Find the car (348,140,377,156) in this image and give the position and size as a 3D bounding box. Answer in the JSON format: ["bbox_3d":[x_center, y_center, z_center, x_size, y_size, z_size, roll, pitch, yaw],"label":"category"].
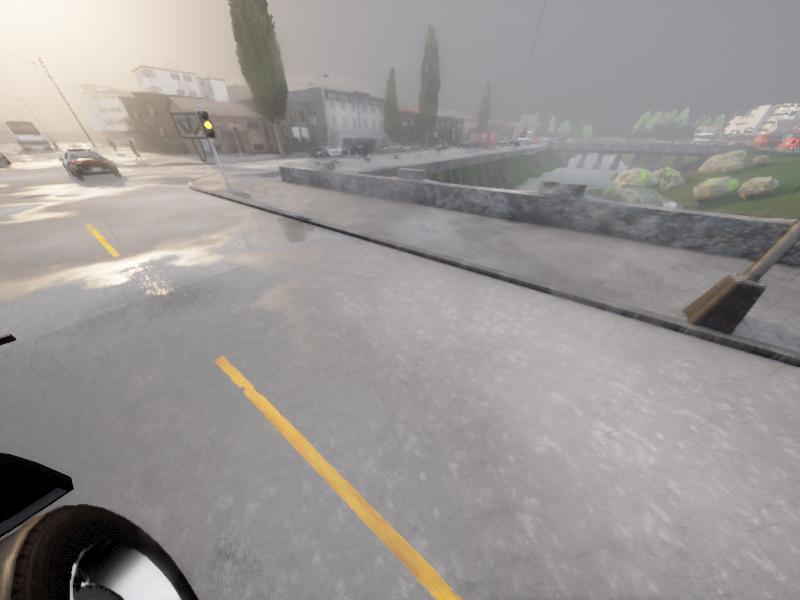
[{"bbox_3d":[-5.346,-22.198,33.695,1.905,1.878,3.866,23,41,28],"label":"car"}]

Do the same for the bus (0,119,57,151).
[{"bbox_3d":[-66.774,-29.352,41.306,10.273,4.253,3.944,23,41,28],"label":"bus"}]

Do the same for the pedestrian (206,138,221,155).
[{"bbox_3d":[-25.580,-21.003,31.655,0.751,1.860,0.751,-7,36,-11],"label":"pedestrian"}]

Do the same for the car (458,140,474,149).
[{"bbox_3d":[17.052,-40.001,59.326,1.930,1.638,5.238,23,41,28],"label":"car"}]

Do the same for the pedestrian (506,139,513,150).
[{"bbox_3d":[22.822,-32.271,48.000,0.751,1.860,0.751,24,42,30],"label":"pedestrian"}]

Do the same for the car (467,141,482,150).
[{"bbox_3d":[17.573,-36.402,54.366,1.816,1.474,4.193,23,41,28],"label":"car"}]

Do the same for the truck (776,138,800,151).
[{"bbox_3d":[94.148,-37.033,54.992,2.627,2.467,5.204,23,41,28],"label":"truck"}]

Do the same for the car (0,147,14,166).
[{"bbox_3d":[-37.736,-13.334,21.124,3.988,1.617,1.851,22,41,28],"label":"car"}]

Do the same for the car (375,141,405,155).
[{"bbox_3d":[-1.564,-25.116,38.094,2.152,1.651,5.027,23,41,28],"label":"car"}]

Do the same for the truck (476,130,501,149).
[{"bbox_3d":[23.130,-41.790,60.008,2.891,3.827,8.468,23,41,28],"label":"truck"}]

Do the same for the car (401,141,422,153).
[{"bbox_3d":[2.155,-28.091,42.354,1.851,1.617,3.988,23,41,28],"label":"car"}]

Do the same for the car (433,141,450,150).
[{"bbox_3d":[9.089,-33.628,50.259,1.851,1.617,3.988,23,41,28],"label":"car"}]

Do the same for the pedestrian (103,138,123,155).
[{"bbox_3d":[-38.514,-20.634,31.025,0.751,1.860,0.751,20,40,26],"label":"pedestrian"}]

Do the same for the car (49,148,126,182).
[{"bbox_3d":[-20.486,-8.966,15.130,4.974,1.542,2.038,23,41,28],"label":"car"}]

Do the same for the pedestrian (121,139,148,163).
[{"bbox_3d":[-24.702,-13.844,21.491,0.751,1.860,0.751,19,39,24],"label":"pedestrian"}]

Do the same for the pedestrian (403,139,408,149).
[{"bbox_3d":[1.211,-32.787,48.563,0.751,1.860,0.751,21,40,26],"label":"pedestrian"}]

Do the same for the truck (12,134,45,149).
[{"bbox_3d":[-77.700,-33.274,48.334,5.204,2.467,2.627,23,41,28],"label":"truck"}]

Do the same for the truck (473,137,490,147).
[{"bbox_3d":[23.559,-45.537,66.503,2.627,2.467,5.204,23,41,28],"label":"truck"}]

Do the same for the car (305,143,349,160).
[{"bbox_3d":[-9.117,-19.013,29.464,2.038,1.542,4.974,23,41,29],"label":"car"}]
